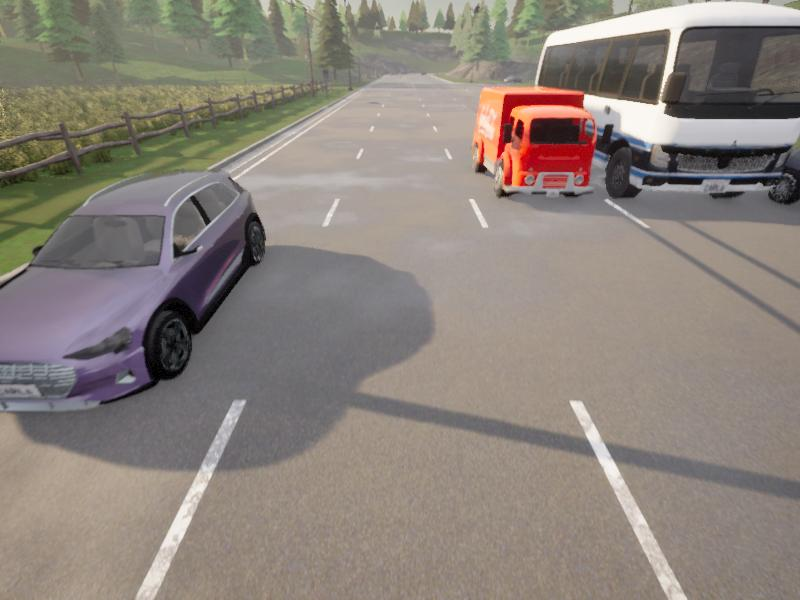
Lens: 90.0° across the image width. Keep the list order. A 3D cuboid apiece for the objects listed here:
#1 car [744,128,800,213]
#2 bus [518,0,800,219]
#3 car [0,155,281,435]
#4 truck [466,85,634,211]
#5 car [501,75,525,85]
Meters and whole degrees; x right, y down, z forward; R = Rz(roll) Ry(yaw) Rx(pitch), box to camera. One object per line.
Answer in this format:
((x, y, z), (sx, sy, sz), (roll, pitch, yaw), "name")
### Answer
((10.609, -2.414, 8.497), (2.152, 1.651, 5.027), (0, 30, 0), "car")
((7.262, -6.288, 12.507), (3.944, 4.253, 10.273), (0, 30, 0), "bus")
((-3.408, -0.658, 5.493), (2.033, 1.649, 4.856), (0, 30, 0), "car")
((3.629, -4.546, 11.295), (2.627, 2.467, 5.204), (0, 30, 0), "truck")
((21.538, -42.005, 76.215), (2.128, 1.511, 4.902), (27, 40, 38), "car")
